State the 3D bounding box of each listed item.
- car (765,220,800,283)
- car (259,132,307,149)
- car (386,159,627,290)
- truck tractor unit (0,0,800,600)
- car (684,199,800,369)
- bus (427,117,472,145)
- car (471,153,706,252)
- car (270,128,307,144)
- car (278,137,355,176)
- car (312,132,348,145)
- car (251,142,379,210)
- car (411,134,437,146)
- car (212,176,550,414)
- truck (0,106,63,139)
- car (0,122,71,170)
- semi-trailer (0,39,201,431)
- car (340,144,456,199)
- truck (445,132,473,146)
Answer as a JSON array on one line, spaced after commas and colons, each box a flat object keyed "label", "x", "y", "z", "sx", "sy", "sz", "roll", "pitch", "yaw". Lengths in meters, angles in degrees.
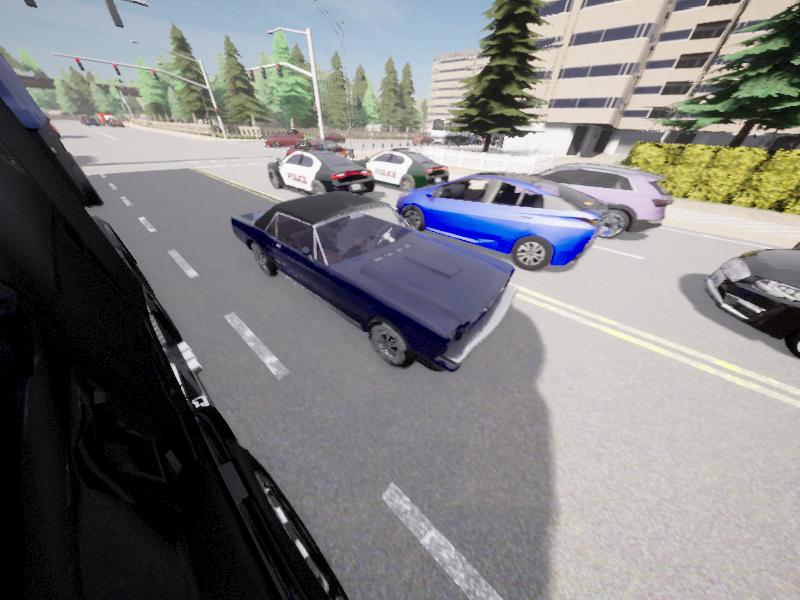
[{"label": "car", "x": 10.452, "y": -0.456, "z": 3.579, "sx": 4.611, "sy": 1.667, "sz": 2.242, "roll": 28, "pitch": 43, "yaw": 30}, {"label": "car", "x": -13.043, "y": -18.017, "z": 26.050, "sx": 1.994, "sy": 1.385, "sz": 4.181, "roll": 32, "pitch": 45, "yaw": 33}, {"label": "car", "x": 2.020, "y": -2.150, "z": 5.438, "sx": 4.514, "sy": 1.525, "sz": 2.007, "roll": 28, "pitch": 43, "yaw": 30}, {"label": "truck tractor unit", "x": -2.645, "y": -0.295, "z": 0.351, "sx": 6.516, "sy": 4.208, "sz": 3.053, "roll": 28, "pitch": 44, "yaw": 30}, {"label": "car", "x": 6.898, "y": 0.442, "z": 2.265, "sx": 4.902, "sy": 1.511, "sz": 2.128, "roll": 28, "pitch": 43, "yaw": 30}, {"label": "bus", "x": 10.421, "y": -34.963, "z": 48.091, "sx": 3.944, "sy": 4.253, "sz": 10.273, "roll": 28, "pitch": 43, "yaw": 30}, {"label": "car", "x": 5.063, "y": -3.293, "z": 7.099, "sx": 4.856, "sy": 1.649, "sz": 2.033, "roll": 28, "pitch": 43, "yaw": 30}, {"label": "car", "x": -15.456, "y": -22.828, "z": 32.200, "sx": 1.851, "sy": 1.617, "sz": 3.988, "roll": 30, "pitch": 44, "yaw": 32}, {"label": "car", "x": -5.000, "y": -8.635, "z": 13.751, "sx": 4.514, "sy": 1.525, "sz": 2.007, "roll": 29, "pitch": 44, "yaw": 31}, {"label": "car", "x": -9.953, "y": -23.198, "z": 33.200, "sx": 1.812, "sy": 1.442, "sz": 4.674, "roll": 28, "pitch": 43, "yaw": 30}, {"label": "car", "x": -3.327, "y": -4.987, "z": 8.921, "sx": 4.974, "sy": 1.542, "sz": 2.038, "roll": 28, "pitch": 43, "yaw": 30}, {"label": "car", "x": 4.402, "y": -29.760, "z": 42.868, "sx": 2.152, "sy": 1.651, "sz": 5.027, "roll": 28, "pitch": 43, "yaw": 30}, {"label": "car", "x": -0.719, "y": -0.792, "z": 3.615, "sx": 4.718, "sy": 1.301, "sz": 1.895, "roll": 28, "pitch": 43, "yaw": 30}, {"label": "truck", "x": -38.369, "y": -18.518, "z": 24.138, "sx": 5.204, "sy": 2.467, "sz": 2.627, "roll": 28, "pitch": 43, "yaw": 30}, {"label": "car", "x": -19.306, "y": -8.072, "z": 11.954, "sx": 5.238, "sy": 1.638, "sz": 1.930, "roll": 28, "pitch": 43, "yaw": 30}, {"label": "semi-trailer", "x": -8.698, "y": -3.591, "z": 4.249, "sx": 14.254, "sy": 4.402, "sz": 2.717, "roll": 28, "pitch": 43, "yaw": 30}, {"label": "car", "x": -0.265, "y": -6.078, "z": 10.599, "sx": 4.974, "sy": 1.542, "sz": 2.038, "roll": 28, "pitch": 43, "yaw": 30}, {"label": "truck", "x": 11.710, "y": -31.717, "z": 45.596, "sx": 2.390, "sy": 2.098, "sz": 6.274, "roll": 29, "pitch": 44, "yaw": 31}]
